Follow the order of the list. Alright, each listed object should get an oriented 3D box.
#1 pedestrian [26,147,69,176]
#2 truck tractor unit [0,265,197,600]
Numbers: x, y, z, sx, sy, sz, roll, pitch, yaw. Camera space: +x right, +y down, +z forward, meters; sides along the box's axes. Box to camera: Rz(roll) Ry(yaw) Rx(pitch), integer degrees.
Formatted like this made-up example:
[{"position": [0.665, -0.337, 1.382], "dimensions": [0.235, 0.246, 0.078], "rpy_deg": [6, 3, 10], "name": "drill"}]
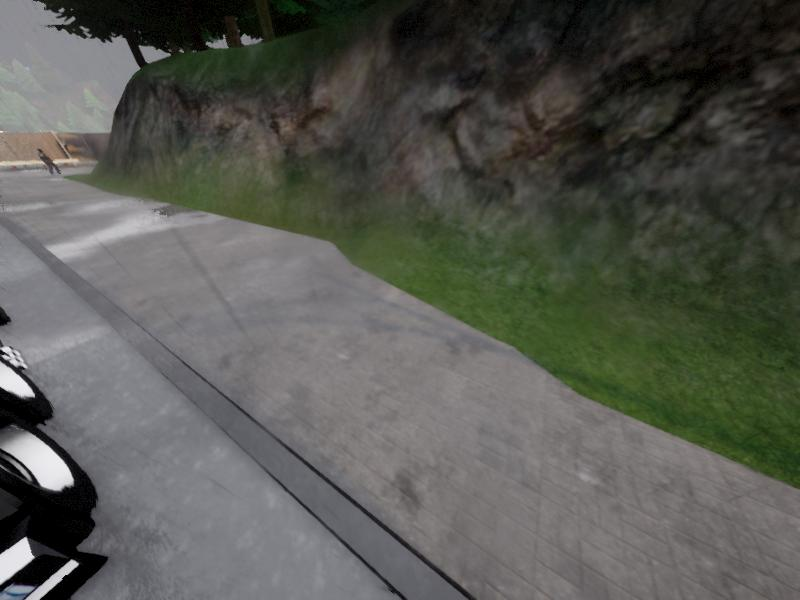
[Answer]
[{"position": [-27.131, -10.682, 17.815], "dimensions": [0.751, 1.860, 0.751], "rpy_deg": [-10, 36, -13], "name": "pedestrian"}, {"position": [-5.115, -0.294, 0.787], "dimensions": [6.516, 4.208, 3.053], "rpy_deg": [18, 39, 24], "name": "truck tractor unit"}]
